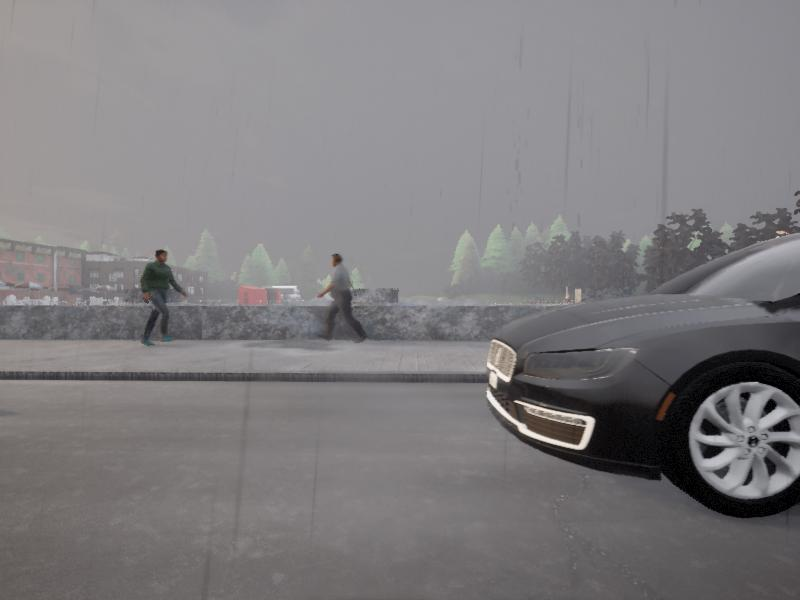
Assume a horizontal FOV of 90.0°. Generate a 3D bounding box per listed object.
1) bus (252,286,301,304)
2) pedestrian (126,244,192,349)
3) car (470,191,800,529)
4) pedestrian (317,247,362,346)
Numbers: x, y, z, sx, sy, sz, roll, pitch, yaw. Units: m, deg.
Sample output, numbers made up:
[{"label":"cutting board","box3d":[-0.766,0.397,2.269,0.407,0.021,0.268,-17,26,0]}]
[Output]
[{"label":"bus","box3d":[-28.896,-1.139,94.031,10.273,4.253,3.944,0,0,2]},{"label":"pedestrian","box3d":[-4.528,-0.067,7.544,0.751,1.860,0.751,0,0,16]},{"label":"car","box3d":[3.067,0.241,2.637,4.892,1.490,1.837,-1,0,2]},{"label":"pedestrian","box3d":[-1.186,-0.067,7.967,0.751,1.860,0.751,0,0,2]}]
